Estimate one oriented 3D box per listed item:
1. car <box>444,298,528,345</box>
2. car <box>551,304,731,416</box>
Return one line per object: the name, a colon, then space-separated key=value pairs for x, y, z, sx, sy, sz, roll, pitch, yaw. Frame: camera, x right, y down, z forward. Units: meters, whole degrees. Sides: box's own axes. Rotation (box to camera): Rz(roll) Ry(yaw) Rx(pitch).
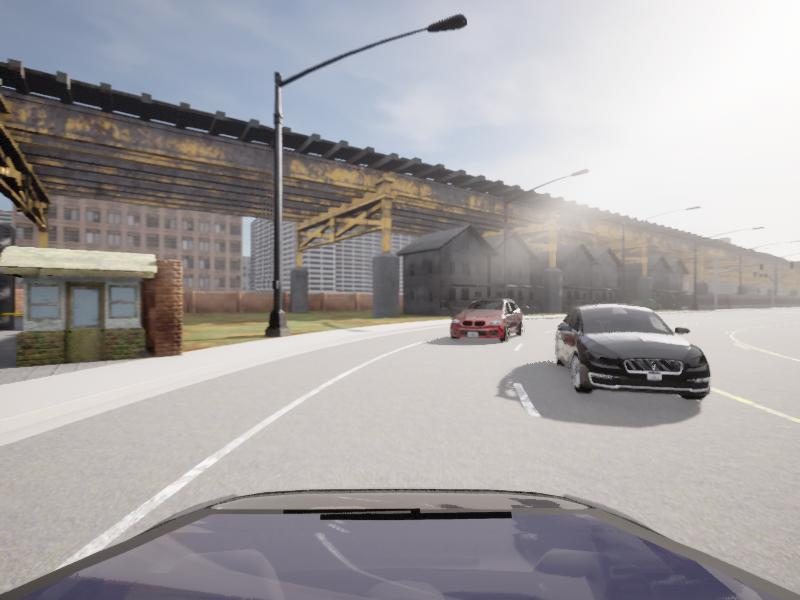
car: x=3.750 y=0.760 z=16.725 sx=2.242 sy=1.667 sz=4.611 roll=0 pitch=0 yaw=28
car: x=4.291 y=0.849 z=8.092 sx=1.837 sy=1.490 sz=4.892 roll=0 pitch=0 yaw=15
